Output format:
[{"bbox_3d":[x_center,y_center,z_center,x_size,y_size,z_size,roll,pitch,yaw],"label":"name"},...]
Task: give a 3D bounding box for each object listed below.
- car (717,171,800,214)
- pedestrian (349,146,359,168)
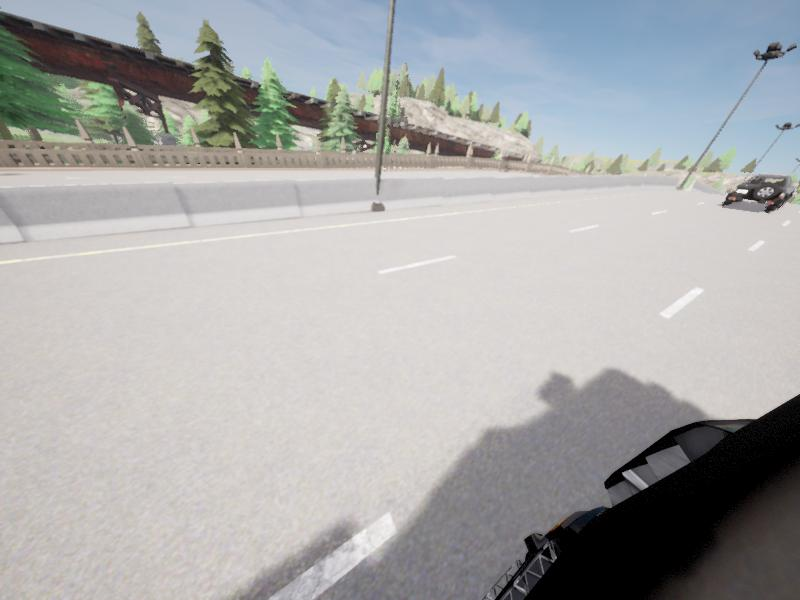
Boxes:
[{"bbox_3d":[21.705,-6.520,13.773,4.605,1.855,1.932,-16,38,-26],"label":"car"},{"bbox_3d":[-4.807,-15.013,24.290,0.751,1.860,0.751,-10,35,-30],"label":"pedestrian"}]
